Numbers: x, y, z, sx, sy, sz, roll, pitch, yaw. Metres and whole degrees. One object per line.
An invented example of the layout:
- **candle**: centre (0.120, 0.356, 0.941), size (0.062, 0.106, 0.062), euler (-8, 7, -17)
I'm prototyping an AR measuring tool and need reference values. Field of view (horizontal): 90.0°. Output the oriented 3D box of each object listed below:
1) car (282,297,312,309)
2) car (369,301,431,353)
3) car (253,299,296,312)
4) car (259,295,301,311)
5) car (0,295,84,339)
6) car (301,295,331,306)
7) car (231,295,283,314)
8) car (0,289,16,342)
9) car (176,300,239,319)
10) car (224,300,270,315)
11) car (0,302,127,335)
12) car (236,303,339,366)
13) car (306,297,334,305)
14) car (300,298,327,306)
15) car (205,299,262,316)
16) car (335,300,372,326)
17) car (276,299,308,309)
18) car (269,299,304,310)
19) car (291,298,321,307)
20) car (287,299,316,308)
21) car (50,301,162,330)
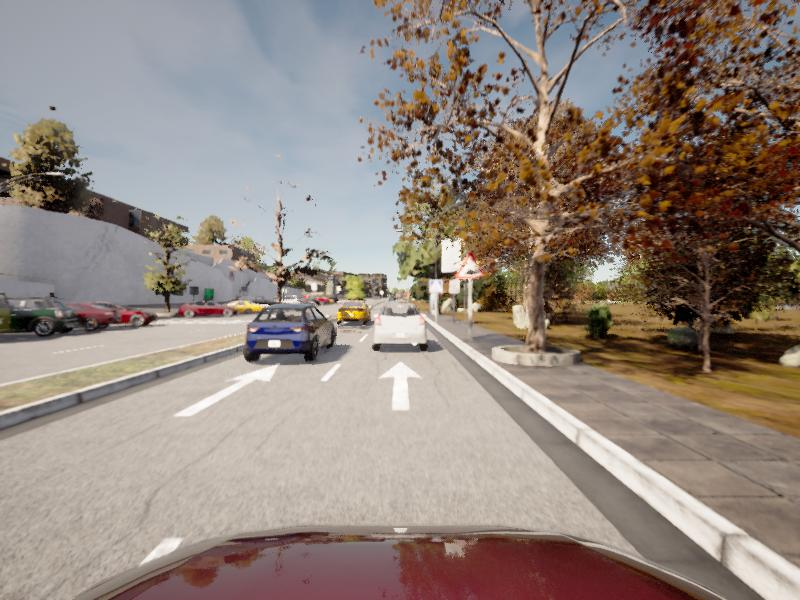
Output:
- **car**: centre (-16.854, 0.435, 65.224), size (4.553, 1.767, 2.185), euler (-1, 1, -20)
- **car**: centre (0.001, 0.812, 13.714), size (1.845, 1.501, 3.633), euler (0, 0, 0)
- **car**: centre (-16.658, 0.701, 53.286), size (5.366, 1.575, 1.946), euler (-1, 0, -20)
- **car**: centre (-16.857, 0.427, 56.211), size (5.566, 2.045, 2.435), euler (-1, 1, -20)
- **car**: centre (-16.826, 0.690, 17.219), size (4.553, 1.767, 2.185), euler (-1, 0, -20)
- **car**: centre (-16.792, 0.054, 80.251), size (5.566, 2.045, 2.435), euler (-1, 1, -20)
- **car**: centre (-16.812, 0.501, 47.231), size (5.566, 2.045, 2.435), euler (-1, 0, -20)
- **car**: centre (-16.967, 0.597, 14.184), size (4.442, 1.987, 1.878), euler (-1, 0, -20)
- **car**: centre (-16.816, 0.817, 35.216), size (4.792, 1.488, 2.163), euler (-1, 0, -20)
- **car**: centre (-16.841, 0.804, 44.213), size (4.674, 1.452, 2.002), euler (-1, 0, -20)
- **car**: centre (-16.847, 0.852, 20.192), size (4.674, 1.452, 2.002), euler (-1, 0, -20)
- **car**: centre (-3.000, 0.842, 11.622), size (1.816, 1.474, 4.193), euler (0, 0, 0)
- **car**: centre (-16.636, 0.249, 83.307), size (5.366, 1.575, 1.946), euler (-1, 1, -20)
- **car**: centre (-16.788, 0.385, 77.253), size (4.792, 1.488, 2.163), euler (-1, 1, -20)
- **car**: centre (-17.010, 0.774, 41.140), size (5.366, 1.575, 1.946), euler (-1, 0, -20)
- **car**: centre (-2.999, 0.788, 26.843), size (1.882, 1.535, 5.008), euler (0, 0, 0)
- **car**: centre (-16.827, 0.647, 62.238), size (4.674, 1.452, 2.002), euler (-1, 0, -20)
- **car**: centre (-16.852, 0.673, 59.213), size (4.792, 1.488, 2.163), euler (-1, 1, -20)
- **car**: centre (-16.811, 0.462, 71.237), size (5.008, 1.535, 2.097), euler (-1, 1, -20)
- **car**: centre (-16.823, 0.553, 68.237), size (4.674, 1.452, 2.002), euler (-1, 1, -20)
- **car**: centre (-16.824, 0.836, 23.210), size (4.792, 1.488, 2.163), euler (-1, 0, -20)
